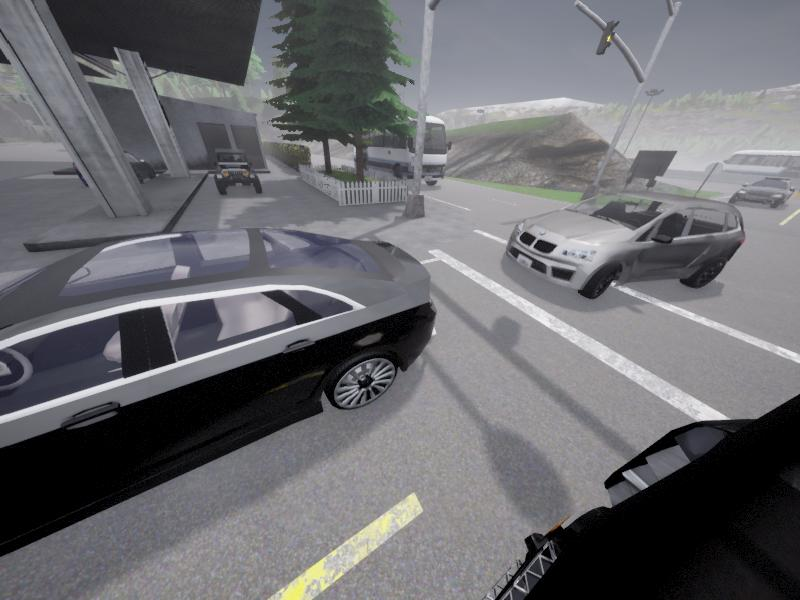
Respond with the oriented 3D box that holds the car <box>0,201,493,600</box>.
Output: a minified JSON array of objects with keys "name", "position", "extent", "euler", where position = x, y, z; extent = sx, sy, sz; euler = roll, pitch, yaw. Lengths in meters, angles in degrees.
[{"name":"car","position":[-1.948,0.338,1.920],"extent":[4.902,1.511,2.128],"euler":[-16,38,-26]}]

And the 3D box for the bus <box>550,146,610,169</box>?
[{"name":"bus","position":[44.183,-35.486,57.285],"extent":[3.944,4.253,10.273],"euler":[-16,38,-26]}]

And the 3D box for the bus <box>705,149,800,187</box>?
[{"name":"bus","position":[55.778,-20.075,34.974],"extent":[3.944,4.253,10.273],"euler":[-16,38,-26]}]

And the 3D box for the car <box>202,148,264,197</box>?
[{"name":"car","position":[-8.742,-6.877,12.282],"extent":[1.905,1.878,3.866],"euler":[-16,38,-26]}]

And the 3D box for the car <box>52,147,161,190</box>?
[{"name":"car","position":[-15.822,-7.472,12.935],"extent":[2.242,1.667,4.611],"euler":[-16,38,-26]}]

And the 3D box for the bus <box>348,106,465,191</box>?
[{"name":"bus","position":[-0.335,-11.902,18.341],"extent":[3.944,4.253,10.273],"euler":[-16,38,-26]}]

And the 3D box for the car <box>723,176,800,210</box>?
[{"name":"car","position":[23.824,-7.070,15.043],"extent":[4.974,1.542,2.038],"euler":[-16,38,-26]}]

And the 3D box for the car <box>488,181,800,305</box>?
[{"name":"car","position":[4.766,-1.400,5.000],"extent":[4.611,1.667,2.242],"euler":[-5,34,-14]}]

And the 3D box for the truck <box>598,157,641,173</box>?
[{"name":"truck","position":[44.002,-27.271,46.518],"extent":[2.627,2.467,5.204],"euler":[-16,38,-26]}]
